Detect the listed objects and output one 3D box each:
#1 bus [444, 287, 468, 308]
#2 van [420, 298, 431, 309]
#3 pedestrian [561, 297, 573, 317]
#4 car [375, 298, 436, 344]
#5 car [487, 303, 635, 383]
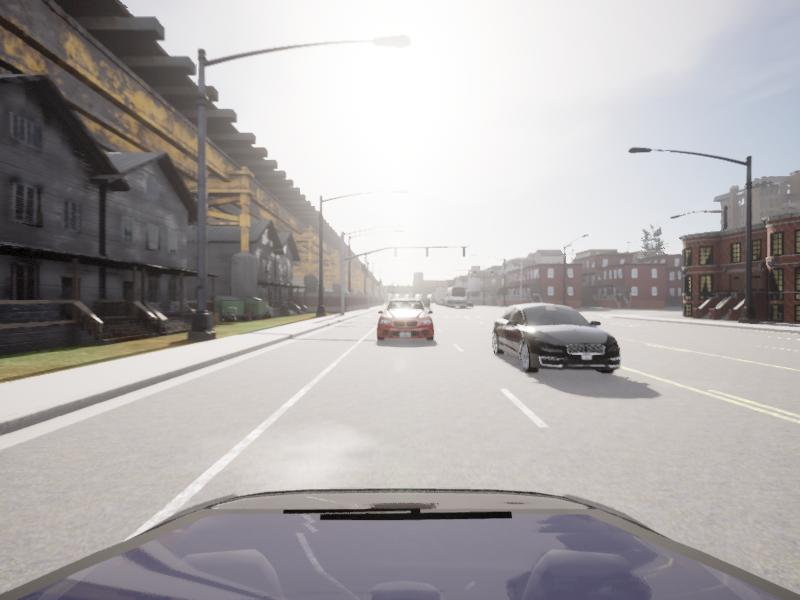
[{"bbox_3d":[11.711,-0.501,84.894,3.944,4.253,10.273,0,0,1],"label":"bus"},{"bbox_3d":[4.662,0.623,74.280,1.775,1.987,4.442,0,0,1],"label":"van"},{"bbox_3d":[15.749,0.661,37.710,0.751,1.860,0.751,0,0,-3],"label":"pedestrian"},{"bbox_3d":[0.237,0.761,16.850,2.242,1.667,4.611,0,0,1],"label":"car"},{"bbox_3d":[3.631,0.851,10.123,1.837,1.490,4.892,0,0,1],"label":"car"}]
